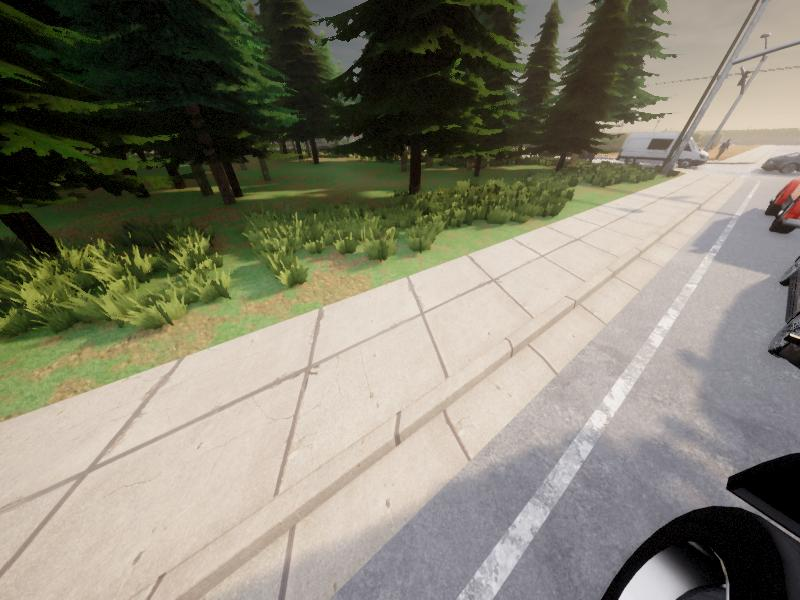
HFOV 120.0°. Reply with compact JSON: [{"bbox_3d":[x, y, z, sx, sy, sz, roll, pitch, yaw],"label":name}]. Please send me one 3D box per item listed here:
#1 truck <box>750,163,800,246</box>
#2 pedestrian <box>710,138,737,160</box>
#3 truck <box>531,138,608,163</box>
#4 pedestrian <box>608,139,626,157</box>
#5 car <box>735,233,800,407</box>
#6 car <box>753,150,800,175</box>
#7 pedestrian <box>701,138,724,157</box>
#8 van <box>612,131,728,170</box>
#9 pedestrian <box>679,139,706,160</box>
[{"bbox_3d":[12.430,-3.015,5.962,5.204,2.467,2.627,-23,41,-28],"label":"truck"},{"bbox_3d":[33.563,-15.659,24.003,0.751,1.860,0.751,22,41,28],"label":"pedestrian"},{"bbox_3d":[18.770,-16.915,26.016,2.390,2.098,6.274,-22,41,-28],"label":"truck"},{"bbox_3d":[26.912,-18.926,28.713,0.751,1.860,0.751,-20,40,-26],"label":"pedestrian"},{"bbox_3d":[6.439,-0.040,2.635,4.902,1.511,2.128,-22,41,-28],"label":"car"},{"bbox_3d":[29.307,-9.724,16.357,4.181,1.385,1.994,16,38,22],"label":"car"},{"bbox_3d":[37.645,-18.405,27.867,0.751,1.860,0.751,21,40,27],"label":"pedestrian"},{"bbox_3d":[23.393,-13.297,20.474,1.988,2.561,5.915,-22,41,-28],"label":"van"},{"bbox_3d":[31.043,-16.011,24.531,0.751,1.860,0.751,-2,35,-2],"label":"pedestrian"}]
